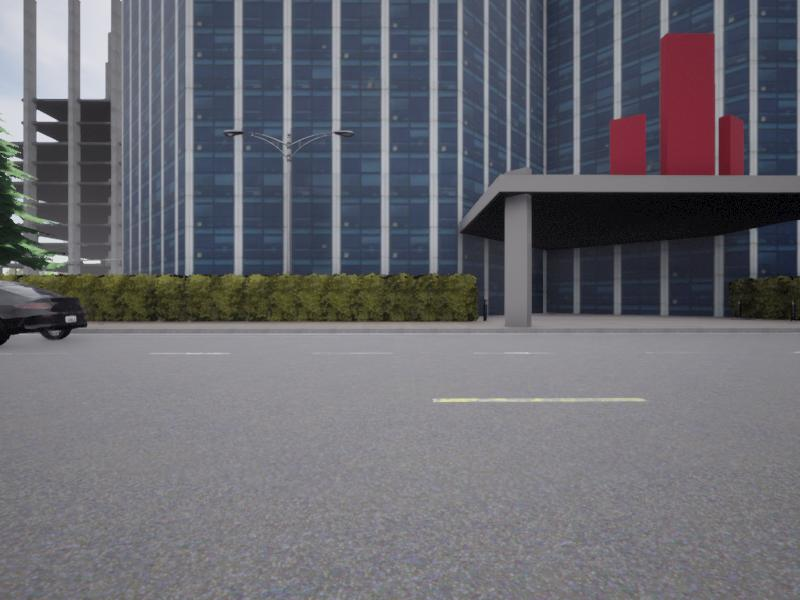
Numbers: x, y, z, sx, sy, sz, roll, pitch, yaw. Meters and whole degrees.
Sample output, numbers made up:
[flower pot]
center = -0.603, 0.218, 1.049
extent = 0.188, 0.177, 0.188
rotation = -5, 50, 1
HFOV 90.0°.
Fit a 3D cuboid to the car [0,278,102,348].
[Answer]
[car]
center = -9.786, 0.270, 9.076
extent = 4.674, 1.442, 1.812
rotation = 0, 0, -1
